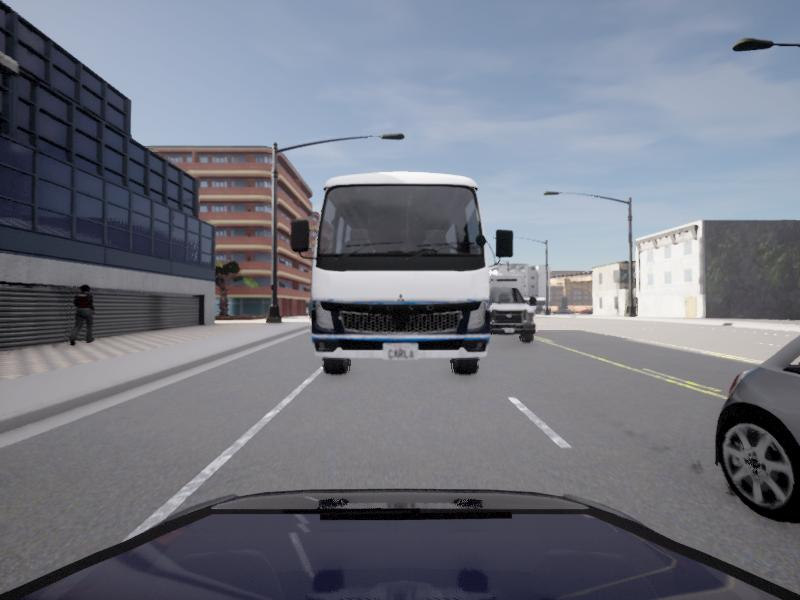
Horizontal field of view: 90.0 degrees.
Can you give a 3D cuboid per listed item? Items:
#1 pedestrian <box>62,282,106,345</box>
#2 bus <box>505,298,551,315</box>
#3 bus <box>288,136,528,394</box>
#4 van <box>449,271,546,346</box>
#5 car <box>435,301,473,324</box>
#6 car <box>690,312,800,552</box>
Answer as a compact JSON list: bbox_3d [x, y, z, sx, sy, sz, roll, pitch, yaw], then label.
[{"bbox_3d":[-9.697,0.415,12.300,0.751,1.860,0.751,0,-1,-4],"label":"pedestrian"},{"bbox_3d":[31.881,1.571,99.753,10.273,4.253,3.944,0,-1,0],"label":"bus"},{"bbox_3d":[0.139,-0.613,11.741,3.944,4.253,10.273,0,0,0],"label":"bus"},{"bbox_3d":[3.522,0.262,16.023,2.351,2.431,6.366,0,0,0],"label":"van"},{"bbox_3d":[3.475,0.782,26.581,1.812,1.442,4.674,0,-1,-1],"label":"car"},{"bbox_3d":[3.504,0.851,1.568,1.970,1.475,3.806,0,0,0],"label":"car"}]
